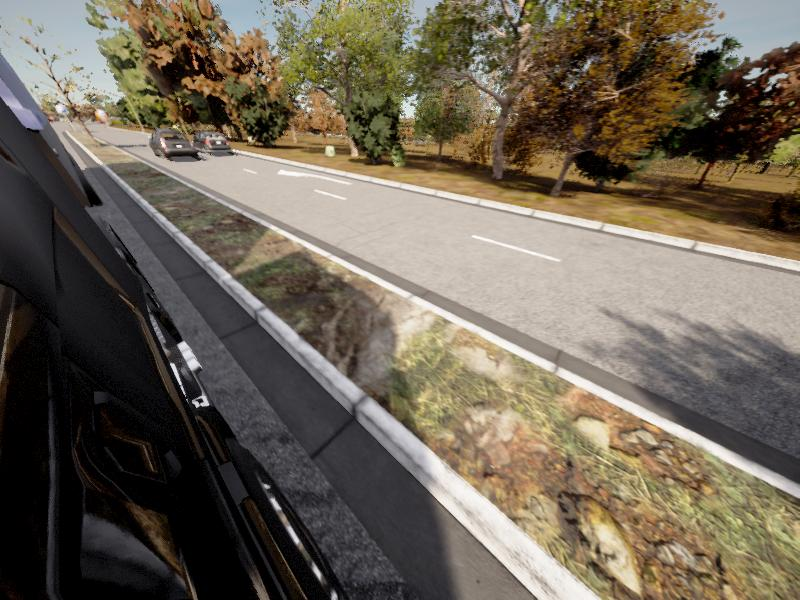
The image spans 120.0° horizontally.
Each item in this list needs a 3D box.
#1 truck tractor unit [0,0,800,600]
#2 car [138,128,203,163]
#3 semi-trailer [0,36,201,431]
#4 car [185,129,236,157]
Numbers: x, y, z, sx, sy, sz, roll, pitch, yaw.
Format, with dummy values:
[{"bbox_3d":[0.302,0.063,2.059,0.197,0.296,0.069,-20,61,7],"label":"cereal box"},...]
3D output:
[{"bbox_3d":[-2.645,-0.295,0.351,6.516,4.208,3.053,28,44,30],"label":"truck tractor unit"},{"bbox_3d":[-15.163,-10.294,15.291,3.988,1.617,1.851,28,43,30],"label":"car"},{"bbox_3d":[-8.698,-3.589,4.252,14.254,4.402,2.717,28,43,30],"label":"semi-trailer"},{"bbox_3d":[-15.116,-12.558,18.429,3.705,1.549,1.789,28,43,30],"label":"car"}]
